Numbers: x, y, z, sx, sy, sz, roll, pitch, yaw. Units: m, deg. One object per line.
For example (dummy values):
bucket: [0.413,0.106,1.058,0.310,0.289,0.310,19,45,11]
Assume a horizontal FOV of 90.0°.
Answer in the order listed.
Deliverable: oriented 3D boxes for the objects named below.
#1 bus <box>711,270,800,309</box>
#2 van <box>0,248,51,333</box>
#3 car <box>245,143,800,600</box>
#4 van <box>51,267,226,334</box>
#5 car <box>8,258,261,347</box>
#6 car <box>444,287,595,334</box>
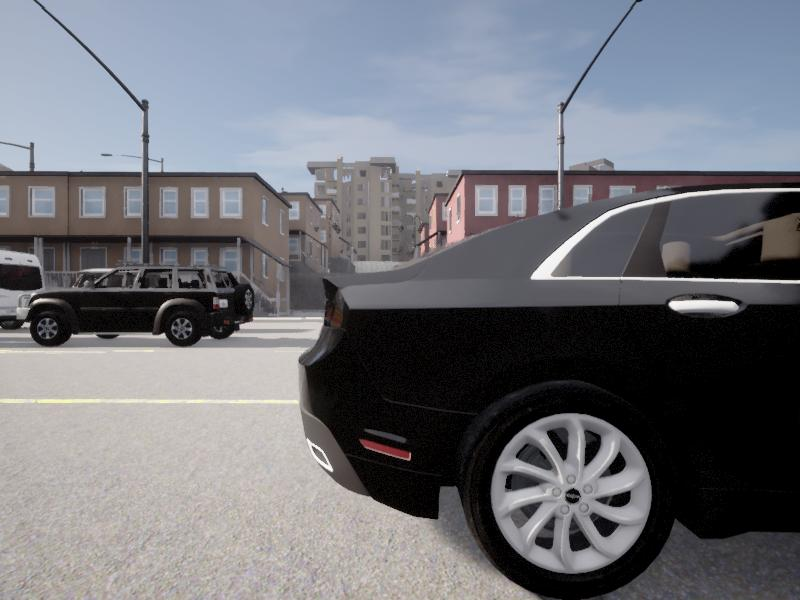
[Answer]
bus: [44.217,-1.133,49.220,3.944,4.253,10.273,0,0,1]
van: [-15.030,-0.278,12.886,5.915,2.561,1.988,0,0,1]
car: [1.953,0.244,2.190,4.892,1.490,1.837,0,0,1]
van: [-8.192,-0.005,12.806,4.442,1.987,1.775,0,0,1]
car: [-5.869,0.052,9.285,4.605,1.855,1.932,0,0,1]
car: [3.603,0.307,12.674,4.181,1.385,1.994,0,0,1]
